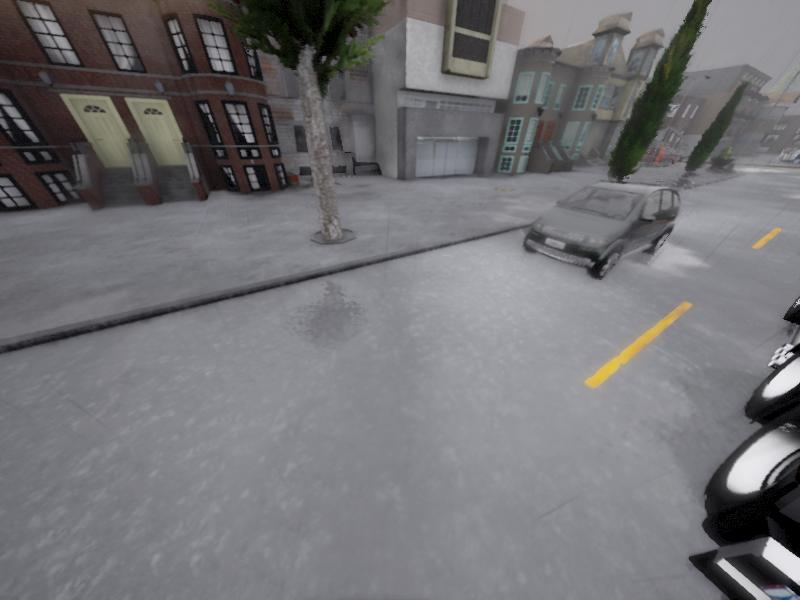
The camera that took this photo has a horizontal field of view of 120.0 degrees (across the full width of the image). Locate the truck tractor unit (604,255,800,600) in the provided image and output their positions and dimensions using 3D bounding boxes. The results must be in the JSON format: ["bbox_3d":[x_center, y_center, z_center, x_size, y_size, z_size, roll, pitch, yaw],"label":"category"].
[{"bbox_3d":[5.092,-0.320,0.801,6.516,4.208,3.053,-19,39,-25],"label":"truck tractor unit"}]

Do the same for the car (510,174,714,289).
[{"bbox_3d":[4.711,-1.805,5.282,3.705,1.549,1.789,-18,39,-25],"label":"car"}]

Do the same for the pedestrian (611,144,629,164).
[{"bbox_3d":[24.606,-16.311,25.834,0.751,1.860,0.751,24,41,30],"label":"pedestrian"}]
